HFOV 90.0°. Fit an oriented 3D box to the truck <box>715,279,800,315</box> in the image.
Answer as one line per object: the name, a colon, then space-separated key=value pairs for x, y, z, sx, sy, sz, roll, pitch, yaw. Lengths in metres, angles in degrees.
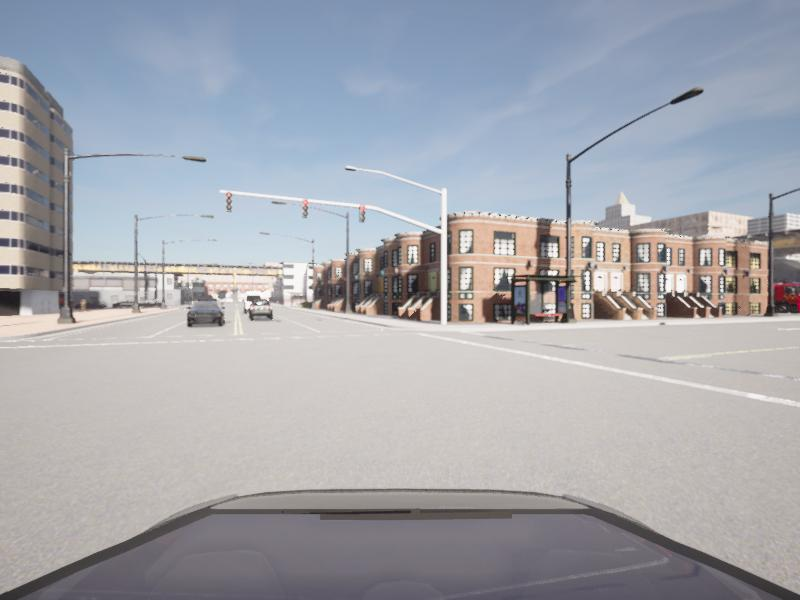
truck: x=42.855 y=-0.356 z=47.392 sx=2.891 sy=3.827 sz=8.468 roll=0 pitch=0 yaw=-22

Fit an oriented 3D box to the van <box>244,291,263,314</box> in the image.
van: x=-17.814 y=0.273 z=48.389 sx=1.988 sy=2.561 sz=5.915 roll=0 pitch=0 yaw=-22

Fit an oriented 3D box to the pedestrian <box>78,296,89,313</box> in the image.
pedestrian: x=-37.018 y=0.521 z=46.783 sx=0.751 sy=1.860 sz=0.751 roll=0 pitch=0 yaw=-8

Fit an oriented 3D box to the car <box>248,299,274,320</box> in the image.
car: x=-11.548 y=0.755 z=33.055 sx=1.851 sy=1.617 sz=3.988 roll=0 pitch=0 yaw=-22

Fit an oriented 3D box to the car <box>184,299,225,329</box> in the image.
car: x=-11.900 y=0.745 z=24.670 sx=1.930 sy=1.638 sz=5.238 roll=0 pitch=0 yaw=-22
